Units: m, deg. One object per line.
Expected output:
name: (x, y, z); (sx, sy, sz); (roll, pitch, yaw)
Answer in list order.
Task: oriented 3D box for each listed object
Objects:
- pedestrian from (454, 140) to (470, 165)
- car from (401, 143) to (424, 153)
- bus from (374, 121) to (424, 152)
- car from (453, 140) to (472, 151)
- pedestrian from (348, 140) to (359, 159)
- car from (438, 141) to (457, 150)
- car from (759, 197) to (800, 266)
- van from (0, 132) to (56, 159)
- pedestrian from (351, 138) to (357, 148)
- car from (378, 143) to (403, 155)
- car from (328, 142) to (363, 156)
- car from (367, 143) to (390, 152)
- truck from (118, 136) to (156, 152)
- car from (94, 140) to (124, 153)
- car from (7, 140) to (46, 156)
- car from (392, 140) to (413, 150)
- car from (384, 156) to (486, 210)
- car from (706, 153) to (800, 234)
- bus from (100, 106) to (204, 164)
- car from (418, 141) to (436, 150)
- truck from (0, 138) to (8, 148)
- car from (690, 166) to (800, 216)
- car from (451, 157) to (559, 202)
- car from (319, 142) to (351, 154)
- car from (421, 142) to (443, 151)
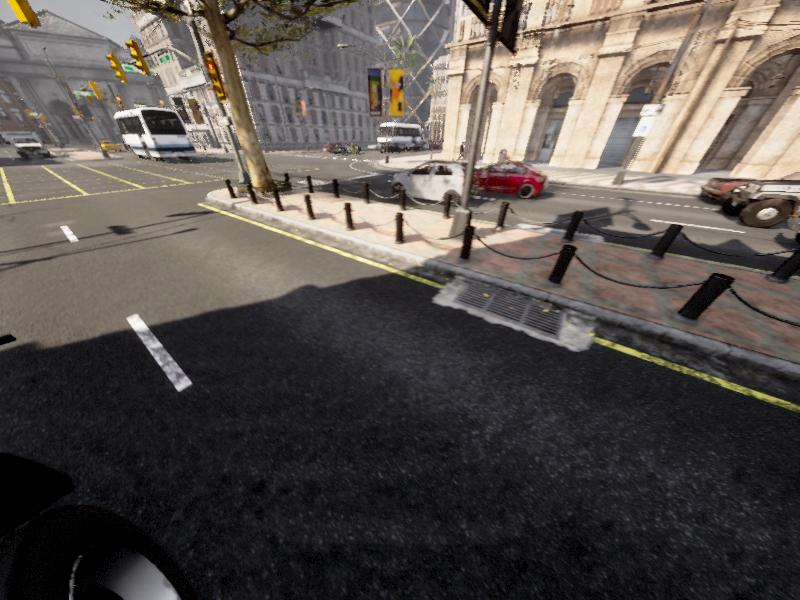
pedestrian: (5.586, -13.308, 20.885); (0.751, 1.860, 0.751); (-25, 42, -31)
car: (2.312, -27.460, 41.679); (1.895, 1.301, 4.718); (22, 41, 28)
bus: (0.126, -30.275, 43.086); (3.944, 4.253, 10.273); (22, 40, 28)
car: (13.331, -33.115, 49.372); (2.097, 1.767, 4.553); (22, 41, 28)
pedestrian: (-5.490, -17.738, 27.300); (0.751, 1.860, 0.751); (29, 44, 34)
car: (10.554, -34.328, 51.209); (2.152, 1.651, 5.027); (23, 41, 28)
car: (11.141, -1.166, 4.047); (4.605, 1.855, 1.932); (22, 41, 28)
van: (-42.866, -17.841, 26.590); (6.366, 2.431, 2.351); (22, 41, 28)
pedestrian: (-10.011, -34.348, 50.502); (0.751, 1.860, 0.751); (22, 41, 28)
car: (-1.411, -24.476, 37.259); (1.816, 1.474, 4.193); (22, 41, 28)
car: (-8.019, -22.560, 34.422); (2.038, 1.542, 4.974); (22, 41, 27)
car: (-4.007, -29.334, 44.263); (1.895, 1.301, 4.718); (22, 41, 28)
truck: (-44.339, -26.409, 38.988); (6.274, 2.098, 2.390); (22, 41, 28)
car: (-46.432, -24.589, 36.837); (5.366, 1.575, 1.801); (22, 41, 28)
car: (-49.151, -20.086, 30.392); (4.856, 1.649, 2.033); (22, 41, 28)
car: (0.632, -33.259, 49.545); (2.242, 1.667, 4.611); (23, 41, 28)
car: (1.357, -5.029, 9.712); (3.633, 1.501, 1.845); (22, 41, 28)
car: (12.654, -3.018, 6.674); (3.866, 1.878, 1.905); (22, 41, 28)
bus: (-26.162, -17.307, 24.434); (10.273, 4.253, 3.944); (22, 41, 28)
car: (5.942, -34.011, 50.794); (2.007, 1.525, 4.514); (22, 41, 28)
truck: (-79.128, -29.291, 42.685); (6.274, 2.098, 2.390); (-25, 43, -32)
car: (15.013, -4.101, 8.740); (4.718, 1.301, 1.895); (22, 41, 28)
car: (4.937, -5.959, 11.206); (4.181, 1.385, 1.994); (22, 41, 28)
car: (-10.248, -24.226, 36.835); (1.812, 1.442, 4.674); (22, 40, 28)
car: (6.427, -30.846, 46.432); (2.033, 1.411, 5.357); (22, 41, 28)
